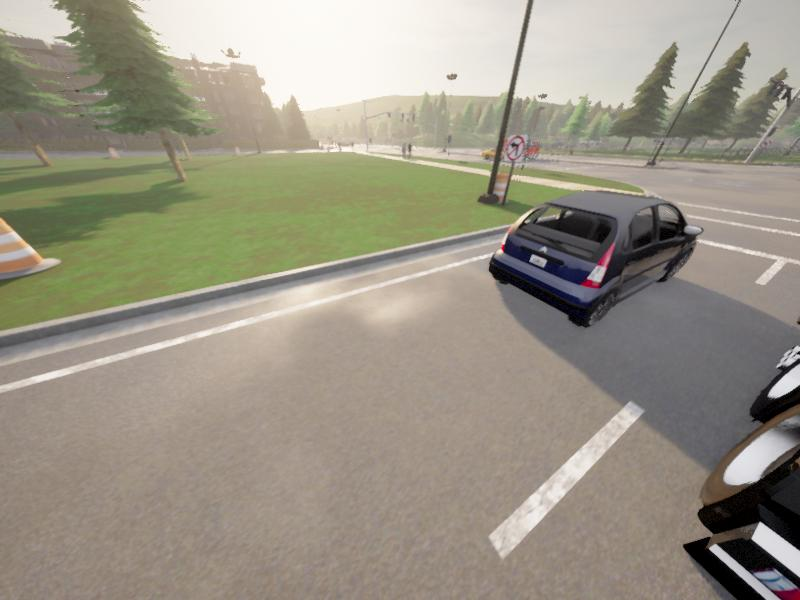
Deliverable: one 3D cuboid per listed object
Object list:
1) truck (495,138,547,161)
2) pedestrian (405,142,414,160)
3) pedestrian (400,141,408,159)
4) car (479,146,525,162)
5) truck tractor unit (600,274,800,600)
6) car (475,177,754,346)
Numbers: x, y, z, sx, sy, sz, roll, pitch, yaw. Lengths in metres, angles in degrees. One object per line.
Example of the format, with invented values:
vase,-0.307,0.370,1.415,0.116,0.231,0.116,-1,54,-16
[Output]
truck,16.188,-20.467,31.330,2.627,2.467,5.204,-17,39,-23
pedestrian,1.177,-18.137,28.079,0.751,1.860,0.751,-13,37,-18
pedestrian,0.555,-19.150,29.527,0.751,1.860,0.751,-13,37,-19
car,13.120,-19.149,30.189,1.801,1.575,5.366,-17,39,-23
truck tractor unit,5.129,-0.282,0.760,6.516,4.208,3.053,-17,39,-23
car,3.652,-1.057,4.136,3.988,1.617,1.851,-18,39,-24
